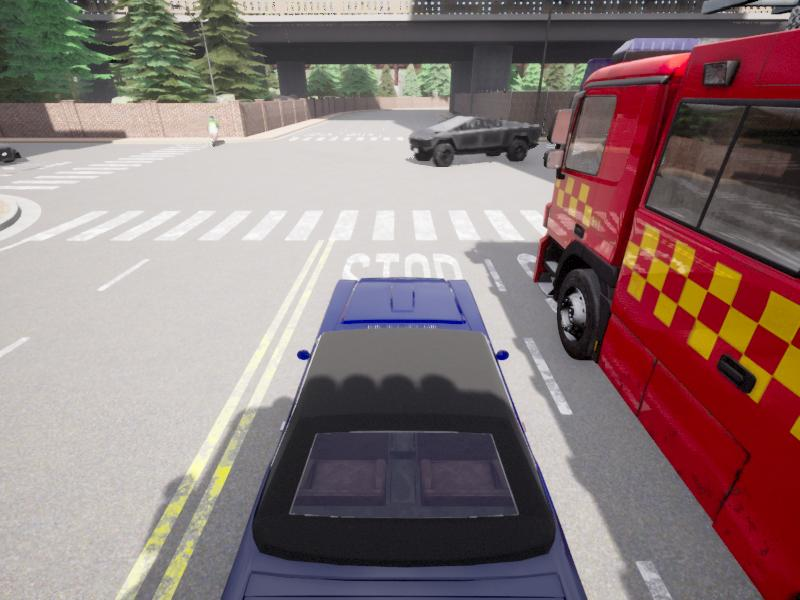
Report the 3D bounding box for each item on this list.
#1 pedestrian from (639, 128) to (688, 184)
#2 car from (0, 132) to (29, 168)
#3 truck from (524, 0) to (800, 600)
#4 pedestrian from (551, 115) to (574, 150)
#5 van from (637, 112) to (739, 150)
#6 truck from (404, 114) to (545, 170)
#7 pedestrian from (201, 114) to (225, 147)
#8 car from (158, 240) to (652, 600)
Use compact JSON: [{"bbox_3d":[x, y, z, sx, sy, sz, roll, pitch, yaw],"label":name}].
[{"bbox_3d":[9.711,-5.334,14.805,0.751,1.860,0.751,-4,27,-8],"label":"pedestrian"},{"bbox_3d":[-20.351,-6.920,18.488,4.181,1.385,1.994,-1,27,-1],"label":"car"},{"bbox_3d":[3.527,0.165,2.115,2.891,3.827,8.468,0,27,0],"label":"truck"},{"bbox_3d":[9.703,-9.998,23.893,0.751,1.860,0.751,0,27,1],"label":"pedestrian"},{"bbox_3d":[17.553,-10.397,24.582,4.442,1.987,1.775,0,27,0],"label":"van"},{"bbox_3d":[3.551,-7.750,19.341,6.274,2.098,2.390,-11,29,-21],"label":"truck"},{"bbox_3d":[-11.831,-10.751,25.360,0.751,1.860,0.751,1,27,1],"label":"pedestrian"},{"bbox_3d":[0.025,0.861,3.527,1.895,1.301,4.718,0,27,0],"label":"car"}]
